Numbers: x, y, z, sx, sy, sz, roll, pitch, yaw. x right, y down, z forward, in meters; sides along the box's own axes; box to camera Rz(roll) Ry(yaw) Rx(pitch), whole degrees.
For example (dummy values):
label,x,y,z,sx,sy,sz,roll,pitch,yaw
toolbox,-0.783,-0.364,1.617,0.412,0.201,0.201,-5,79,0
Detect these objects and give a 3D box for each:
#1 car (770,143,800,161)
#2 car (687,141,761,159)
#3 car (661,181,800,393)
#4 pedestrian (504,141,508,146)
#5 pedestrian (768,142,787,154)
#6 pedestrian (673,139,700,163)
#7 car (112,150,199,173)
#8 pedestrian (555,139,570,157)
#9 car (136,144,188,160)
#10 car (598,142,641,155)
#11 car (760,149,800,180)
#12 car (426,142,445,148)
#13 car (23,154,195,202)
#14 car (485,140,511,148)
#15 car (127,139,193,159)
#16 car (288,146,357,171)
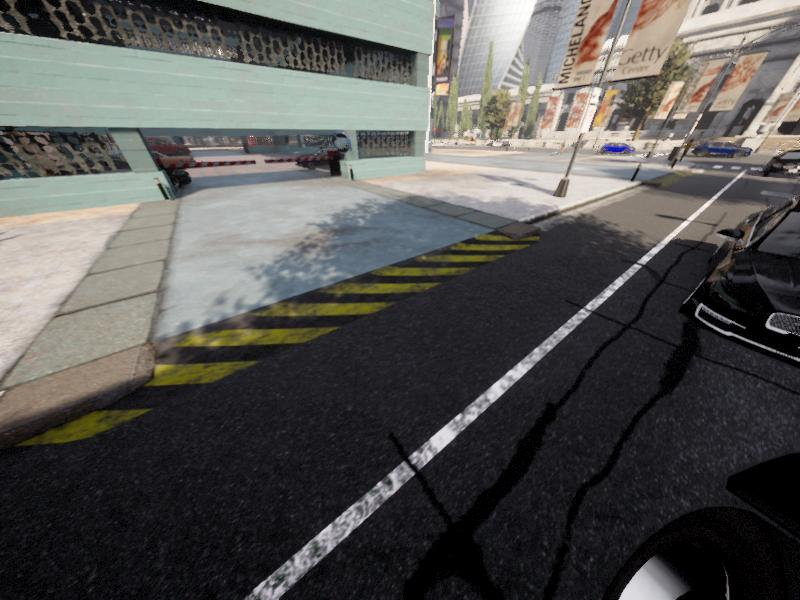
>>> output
label,x,y,z,sx,sy,sz,roll,pitch,yaw
car,44.367,-15.696,24.546,2.163,1.488,4.792,-7,36,-10
car,39.207,-18.277,28.124,2.033,1.649,4.856,-23,41,-29
car,6.127,-0.549,3.341,4.892,1.490,1.837,-23,41,-29
pedestrian,27.929,-41.222,60.944,0.500,1.100,0.500,23,41,29
pedestrian,51.781,-20.870,31.681,0.751,1.300,0.751,-21,40,-27
pedestrian,26.705,-13.936,21.556,0.751,1.860,0.751,-24,41,-30
car,-19.883,-11.564,19.131,4.718,1.301,1.895,-23,41,-29
pedestrian,20.280,-19.057,28.880,0.751,1.860,0.751,-16,38,-21
car,-31.579,-19.823,30.878,4.514,1.523,2.007,-23,41,-29
car,33.108,-23.005,35.021,1.816,1.474,4.193,-23,41,-29
car,25.774,-8.937,15.136,4.674,1.442,1.812,-25,42,-31
car,9.324,-40.873,60.730,4.718,1.301,1.895,15,38,21
car,-13.333,-6.112,11.249,4.786,1.482,2.161,-23,41,-29
car,23.379,-37.255,55.231,2.038,1.542,4.974,-28,44,-34
car,-31.534,-20.164,30.681,5.566,2.045,2.435,-23,41,-29
car,-6.449,-12.041,19.541,4.902,1.511,2.128,-23,41,-29
